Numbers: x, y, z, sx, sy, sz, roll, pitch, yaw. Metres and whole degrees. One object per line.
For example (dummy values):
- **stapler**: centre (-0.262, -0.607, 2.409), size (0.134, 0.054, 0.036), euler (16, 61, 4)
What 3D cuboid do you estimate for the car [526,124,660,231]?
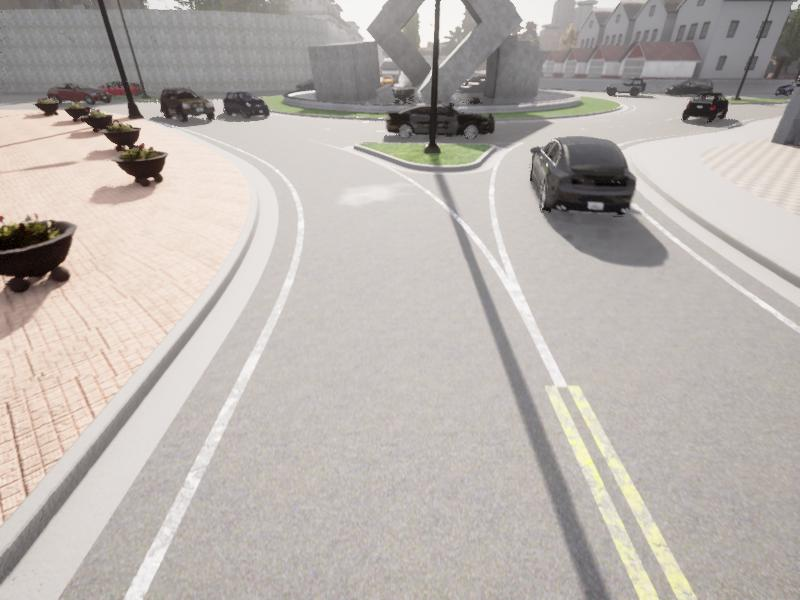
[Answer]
- **car**: centre (4.528, -3.394, 10.287), size (1.837, 1.490, 4.892), euler (5, 31, 9)

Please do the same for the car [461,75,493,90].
- **car**: centre (11.394, -32.453, 59.550), size (2.097, 1.767, 4.553), euler (-18, 35, -27)

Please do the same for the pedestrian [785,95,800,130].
- **pedestrian**: centre (20.430, -9.622, 20.197), size (0.751, 1.860, 0.751), euler (20, 36, 30)

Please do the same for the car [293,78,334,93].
- **car**: centre (-11.784, -29.340, 54.684), size (5.027, 1.651, 2.152), euler (-25, 38, -35)

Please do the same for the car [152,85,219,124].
- **car**: centre (-13.545, -12.371, 25.217), size (1.932, 1.855, 4.605), euler (-27, 39, -37)

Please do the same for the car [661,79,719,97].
- **car**: centre (32.913, -24.150, 45.566), size (4.611, 1.667, 2.242), euler (9, 31, 14)

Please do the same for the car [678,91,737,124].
- **car**: centre (19.455, -12.239, 25.313), size (3.705, 1.549, 1.789), euler (-25, 39, -36)

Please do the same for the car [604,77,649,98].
- **car**: centre (25.317, -23.833, 44.765), size (3.866, 1.878, 1.905), euler (16, 34, 26)

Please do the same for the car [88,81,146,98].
- **car**: centre (-30.772, -22.930, 43.599), size (4.514, 1.525, 2.007), euler (-3, 31, -6)

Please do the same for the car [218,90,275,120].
- **car**: centre (-10.308, -13.074, 26.760), size (3.633, 1.501, 1.845), euler (26, 39, 37)

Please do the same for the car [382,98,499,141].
- **car**: centre (1.887, -8.720, 19.224), size (5.238, 1.638, 1.930), euler (3, 31, 5)

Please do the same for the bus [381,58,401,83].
- **bus**: centre (-1.706, -47.368, 82.503), size (3.944, 4.253, 10.273), euler (0, 31, 1)

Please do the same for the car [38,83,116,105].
- **car**: centre (-28.987, -18.559, 36.021), size (5.027, 1.651, 2.152), euler (4, 31, 6)

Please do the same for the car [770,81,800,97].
- **car**: centre (43.762, -23.265, 44.100), size (3.633, 1.501, 1.845), euler (2, 30, 4)
